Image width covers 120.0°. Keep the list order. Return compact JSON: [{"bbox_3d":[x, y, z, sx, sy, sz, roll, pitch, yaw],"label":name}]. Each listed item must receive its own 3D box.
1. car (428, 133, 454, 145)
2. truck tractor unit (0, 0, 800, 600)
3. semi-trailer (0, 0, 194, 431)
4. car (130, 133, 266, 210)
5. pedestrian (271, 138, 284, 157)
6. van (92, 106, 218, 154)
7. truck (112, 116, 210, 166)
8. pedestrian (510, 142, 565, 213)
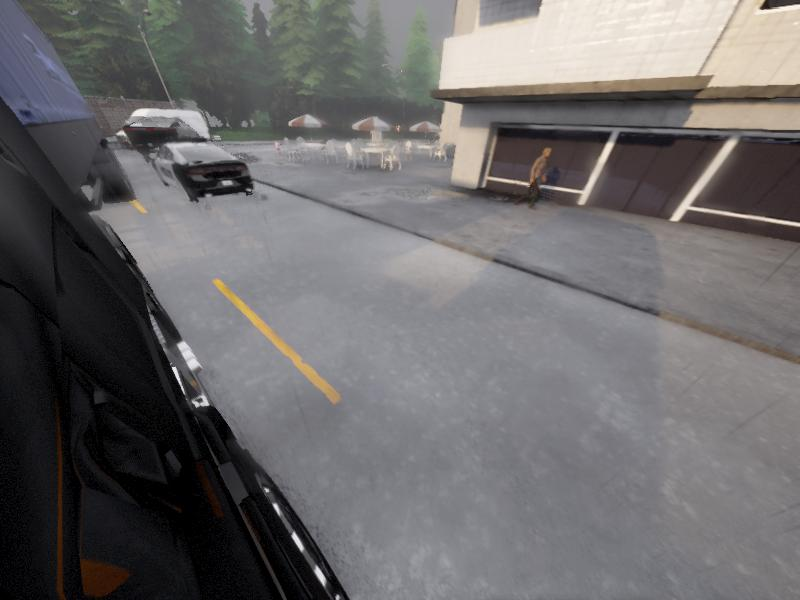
[{"bbox_3d":[7.180,-27.838,39.868,1.882,1.535,5.008,28,44,30],"label":"car"},{"bbox_3d":[-2.645,-0.295,0.352,6.516,4.208,3.053,28,44,30],"label":"truck tractor unit"},{"bbox_3d":[-8.302,-3.852,4.577,2.717,4.402,14.254,-29,47,-35],"label":"semi-trailer"},{"bbox_3d":[-7.266,-4.810,8.232,5.238,1.638,1.930,28,44,30],"label":"car"},{"bbox_3d":[-8.609,-10.702,16.234,0.500,1.100,0.500,-15,40,-22],"label":"pedestrian"},{"bbox_3d":[-18.086,-13.007,17.739,1.988,2.561,5.915,14,38,16],"label":"van"},{"bbox_3d":[-14.352,-10.174,14.561,2.390,2.098,6.274,-16,41,-21],"label":"truck"},{"bbox_3d":[4.349,-3.916,7.423,0.751,1.860,0.751,30,45,32],"label":"pedestrian"}]
